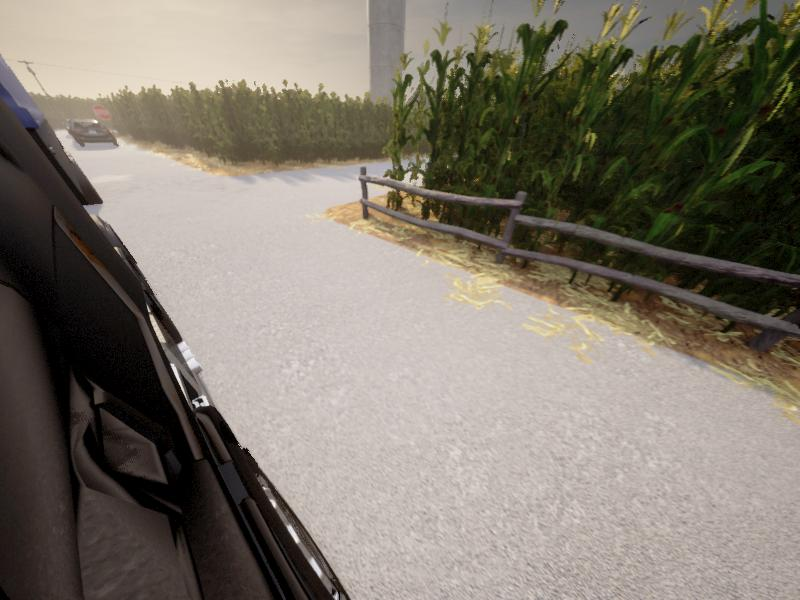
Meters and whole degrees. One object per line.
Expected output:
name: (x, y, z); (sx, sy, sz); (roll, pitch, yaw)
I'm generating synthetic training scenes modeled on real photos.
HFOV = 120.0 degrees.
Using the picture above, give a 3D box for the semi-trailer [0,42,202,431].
semi-trailer: (-8.695, -3.614, 4.222); (14.254, 4.402, 2.717); (28, 44, 30)

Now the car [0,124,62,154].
car: (-24.369, -10.648, 15.175); (4.718, 1.301, 1.895); (28, 44, 29)

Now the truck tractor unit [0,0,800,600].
truck tractor unit: (-2.645, -0.295, 0.352); (6.516, 4.208, 3.053); (28, 44, 30)

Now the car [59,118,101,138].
car: (-33.939, -18.202, 24.468); (3.806, 1.475, 1.970); (28, 44, 30)

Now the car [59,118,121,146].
car: (-25.315, -13.726, 18.891); (4.611, 1.667, 2.242); (27, 43, 30)
